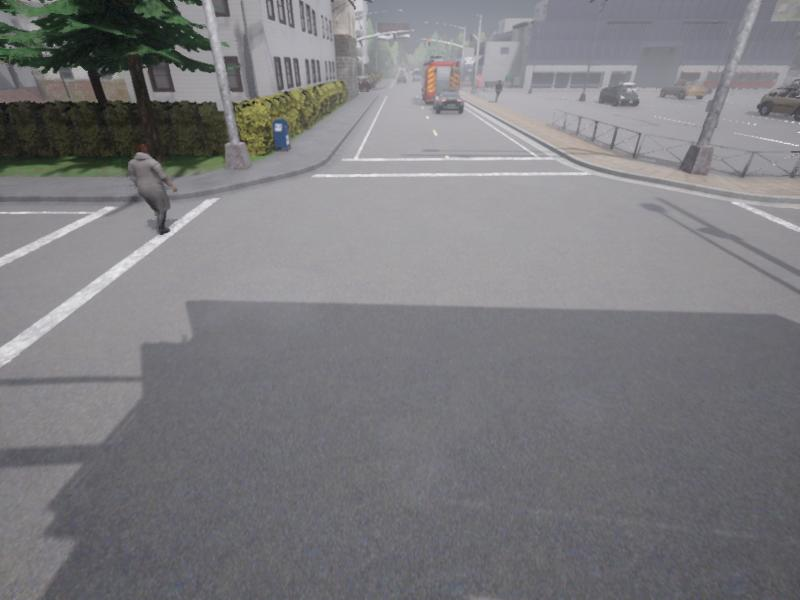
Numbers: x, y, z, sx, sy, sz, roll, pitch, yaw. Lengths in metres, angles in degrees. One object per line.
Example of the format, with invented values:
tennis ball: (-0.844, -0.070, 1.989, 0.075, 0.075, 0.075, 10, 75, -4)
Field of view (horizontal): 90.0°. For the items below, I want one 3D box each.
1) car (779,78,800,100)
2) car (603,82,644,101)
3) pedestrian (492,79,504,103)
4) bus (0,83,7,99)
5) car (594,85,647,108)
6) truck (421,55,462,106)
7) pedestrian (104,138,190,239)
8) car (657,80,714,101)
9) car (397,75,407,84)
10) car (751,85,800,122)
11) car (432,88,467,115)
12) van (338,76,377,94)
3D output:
car: (41.966, -21.653, 41.105, 1.905, 1.878, 3.866, 0, 30, 0)
car: (22.754, -21.370, 40.919, 1.970, 1.475, 3.806, 0, 30, 0)
pedestrian: (8.785, -18.764, 35.902, 0.751, 1.860, 0.751, 9, 32, 15)
bus: (-46.950, -22.269, 40.189, 3.944, 4.253, 10.273, 0, 30, 1)
car: (19.084, -17.757, 34.871, 2.007, 1.523, 4.514, 0, 30, 0)
truck: (3.681, -20.605, 37.445, 2.891, 3.827, 8.468, 0, 30, 0)
pedestrian: (-5.153, -2.291, 8.291, 0.751, 1.860, 0.751, 3, 30, 5)
car: (29.172, -21.597, 41.154, 2.152, 1.636, 5.027, 0, 30, 0)
car: (0.351, -43.082, 78.167, 1.837, 1.490, 4.892, 0, 30, 0)
car: (26.015, -12.870, 26.123, 1.932, 1.855, 4.605, 0, 30, 0)
car: (3.641, -15.113, 30.327, 2.038, 1.542, 4.974, 0, 30, 0)
van: (-5.579, -28.357, 52.764, 4.480, 2.038, 2.069, 6, 30, 13)
